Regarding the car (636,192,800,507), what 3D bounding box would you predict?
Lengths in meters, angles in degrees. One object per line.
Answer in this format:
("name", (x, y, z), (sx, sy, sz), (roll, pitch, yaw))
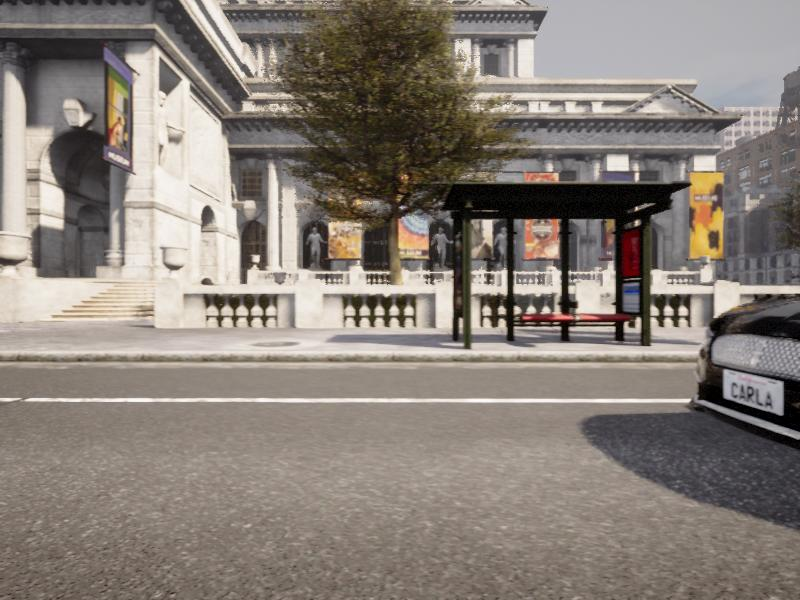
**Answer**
("car", (4.369, 0.239, 2.190), (4.902, 1.511, 2.128), (0, 0, 0))
